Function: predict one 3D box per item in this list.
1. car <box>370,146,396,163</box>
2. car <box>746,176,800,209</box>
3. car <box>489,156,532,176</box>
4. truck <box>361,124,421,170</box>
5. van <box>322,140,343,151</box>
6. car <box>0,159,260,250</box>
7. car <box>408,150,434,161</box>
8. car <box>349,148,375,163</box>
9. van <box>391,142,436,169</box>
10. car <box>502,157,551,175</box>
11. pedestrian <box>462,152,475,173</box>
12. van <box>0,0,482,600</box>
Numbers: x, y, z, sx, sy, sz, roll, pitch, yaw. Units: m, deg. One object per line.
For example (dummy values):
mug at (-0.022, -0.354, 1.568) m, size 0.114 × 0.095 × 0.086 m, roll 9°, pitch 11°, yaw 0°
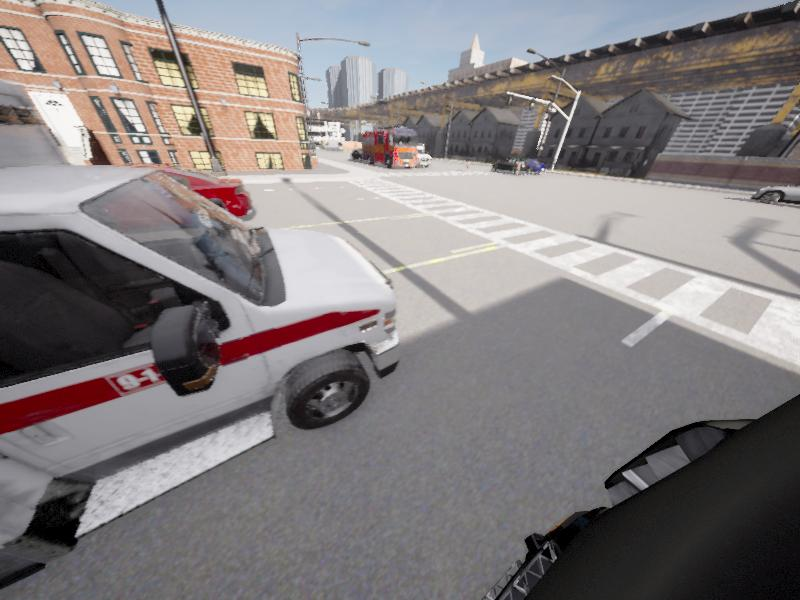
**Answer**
car at (-2.544, -21.642, 34.328) m, size 1.932 × 1.855 × 4.605 m, roll -16°, pitch 38°, yaw -26°
car at (24.367, -6.295, 13.705) m, size 1.970 × 1.475 × 3.806 m, roll -16°, pitch 38°, yaw -26°
car at (12.010, -14.767, 25.403) m, size 1.789 × 1.549 × 3.705 m, roll -16°, pitch 38°, yaw -26°
truck at (-1.353, -17.399, 26.330) m, size 2.891 × 3.827 × 8.468 m, roll -16°, pitch 38°, yaw -26°
van at (-19.474, -44.713, 66.922) m, size 5.915 × 2.561 × 1.988 m, roll 19°, pitch 37°, yaw 22°
car at (-6.819, -2.729, 6.097) m, size 5.008 × 1.535 × 1.882 m, roll -16°, pitch 38°, yaw -25°
car at (3.700, -26.492, 42.361) m, size 1.837 × 1.490 × 4.892 m, roll -22°, pitch 41°, yaw -33°
car at (-5.423, -20.452, 32.690) m, size 1.837 × 1.490 × 4.892 m, roll -16°, pitch 38°, yaw -26°
van at (1.423, -17.981, 28.653) m, size 2.351 × 2.431 × 6.366 m, roll -16°, pitch 38°, yaw -25°
car at (14.789, -15.843, 27.302) m, size 1.812 × 1.442 × 4.674 m, roll -16°, pitch 38°, yaw -26°
pedestrian at (7.216, -14.526, 24.378) m, size 0.751 × 1.860 × 0.751 m, roll 27°, pitch 41°, yaw 32°
van at (-3.054, 0.284, 1.069) m, size 6.366 × 2.431 × 2.351 m, roll -16°, pitch 38°, yaw -26°
